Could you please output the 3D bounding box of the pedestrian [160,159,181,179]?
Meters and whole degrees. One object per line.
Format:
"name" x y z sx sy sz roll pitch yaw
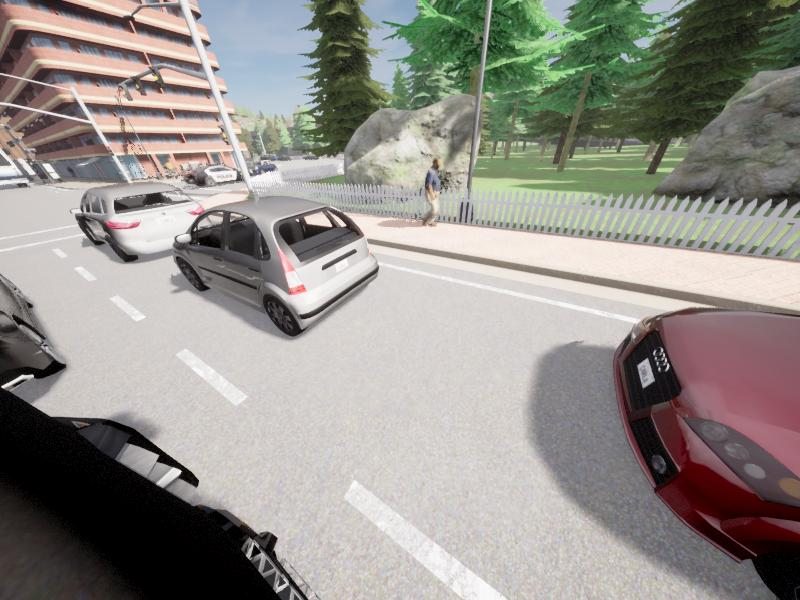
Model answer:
"pedestrian" -26.713 -15.241 26.870 0.751 1.860 0.751 -5 34 -2

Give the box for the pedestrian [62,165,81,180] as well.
"pedestrian" -48.404 -18.841 34.074 0.751 1.860 0.751 16 38 26

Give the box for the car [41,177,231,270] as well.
"car" -7.776 -2.547 6.876 4.611 1.667 2.242 17 38 27

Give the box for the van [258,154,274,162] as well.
"van" -40.266 -42.608 69.337 4.442 1.987 1.775 17 38 27

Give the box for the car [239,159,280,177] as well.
"car" -16.472 -15.685 27.410 1.970 1.475 3.806 4 34 10

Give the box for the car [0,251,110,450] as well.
"car" -6.015 0.308 2.584 4.902 1.511 2.128 16 38 27

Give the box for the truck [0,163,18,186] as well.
"truck" -60.300 -18.903 33.626 8.468 3.827 2.891 16 38 27

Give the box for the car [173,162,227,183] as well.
"car" -21.157 -13.661 24.656 1.789 1.549 3.705 9 35 17

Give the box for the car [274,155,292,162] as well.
"car" -33.408 -40.350 65.844 4.892 1.490 1.837 17 38 27

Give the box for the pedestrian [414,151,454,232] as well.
"pedestrian" 0.905 -2.930 6.289 0.751 1.860 0.751 16 38 26

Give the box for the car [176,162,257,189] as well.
"car" -15.667 -10.941 20.156 2.038 1.542 4.974 13 37 22

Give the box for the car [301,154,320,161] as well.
"car" -25.053 -39.785 64.430 5.357 1.411 2.033 20 40 31

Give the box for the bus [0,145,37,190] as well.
"bus" -49.467 -15.799 27.734 10.273 4.253 3.944 16 38 27

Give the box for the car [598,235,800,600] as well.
"car" 3.739 1.000 0.915 4.181 1.385 1.994 18 39 28

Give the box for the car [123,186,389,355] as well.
"car" -2.423 -0.928 4.081 3.988 1.617 1.851 16 38 27
